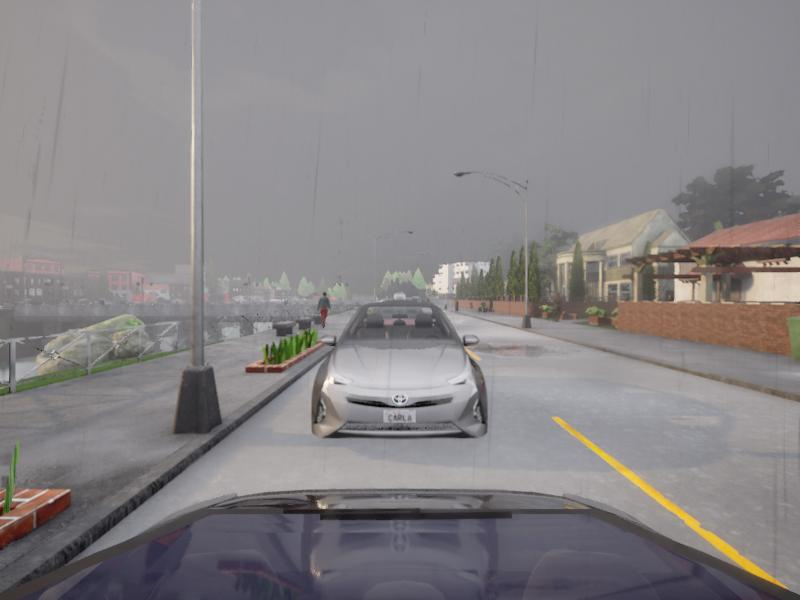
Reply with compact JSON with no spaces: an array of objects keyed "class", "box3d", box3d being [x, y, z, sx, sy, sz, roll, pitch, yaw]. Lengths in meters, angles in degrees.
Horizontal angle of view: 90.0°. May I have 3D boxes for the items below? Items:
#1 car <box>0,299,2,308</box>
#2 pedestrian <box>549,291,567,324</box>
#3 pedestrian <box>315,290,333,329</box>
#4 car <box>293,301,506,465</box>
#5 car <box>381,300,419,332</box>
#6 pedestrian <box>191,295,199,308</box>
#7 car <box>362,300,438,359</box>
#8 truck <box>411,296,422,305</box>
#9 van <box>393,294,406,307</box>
[{"class":"car","box3d":[-65.726,0.604,62.768,1.837,1.490,4.892,0,0,0]},{"class":"pedestrian","box3d":[9.165,0.441,23.242,0.751,1.860,0.751,0,0,0]},{"class":"pedestrian","box3d":[-3.684,0.452,19.464,0.751,1.860,0.751,0,0,1]},{"class":"car","box3d":[-0.005,0.793,6.039,2.007,1.525,4.514,0,0,0]},{"class":"car","box3d":[-0.015,0.768,21.072,1.816,1.474,4.193,0,0,0]},{"class":"pedestrian","box3d":[-30.213,0.179,58.960,0.751,1.860,0.751,0,0,6]},{"class":"car","box3d":[-0.009,0.771,12.758,2.007,1.525,4.514,0,0,0]},{"class":"truck","box3d":[3.935,0.202,96.050,2.390,2.098,6.274,0,0,0]},{"class":"van","box3d":[-0.055,0.098,77.388,2.351,2.431,6.366,0,0,0]}]
